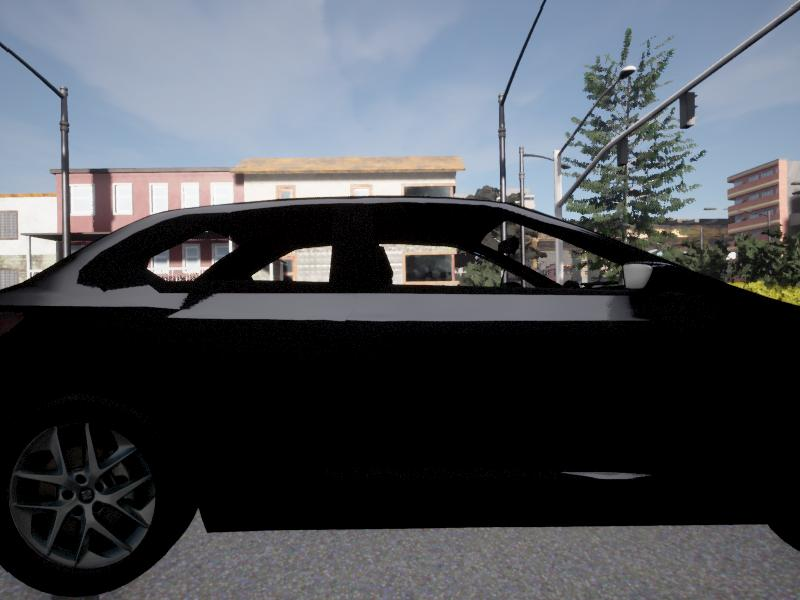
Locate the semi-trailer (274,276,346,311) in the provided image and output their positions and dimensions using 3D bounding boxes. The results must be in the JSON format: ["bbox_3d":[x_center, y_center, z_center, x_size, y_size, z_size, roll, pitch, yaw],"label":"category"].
[{"bbox_3d":[-13.010,-0.789,56.215,2.717,4.402,14.254,-1,0,-44],"label":"semi-trailer"}]

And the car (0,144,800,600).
[{"bbox_3d":[0.342,0.254,2.184,4.193,1.474,1.816,0,0,-1],"label":"car"}]

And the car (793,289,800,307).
[{"bbox_3d":[35.208,-0.187,32.300,2.128,1.511,4.902,-1,0,-1],"label":"car"}]

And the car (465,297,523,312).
[{"bbox_3d":[8.331,0.400,35.798,4.718,1.301,1.895,-1,0,44],"label":"car"}]
